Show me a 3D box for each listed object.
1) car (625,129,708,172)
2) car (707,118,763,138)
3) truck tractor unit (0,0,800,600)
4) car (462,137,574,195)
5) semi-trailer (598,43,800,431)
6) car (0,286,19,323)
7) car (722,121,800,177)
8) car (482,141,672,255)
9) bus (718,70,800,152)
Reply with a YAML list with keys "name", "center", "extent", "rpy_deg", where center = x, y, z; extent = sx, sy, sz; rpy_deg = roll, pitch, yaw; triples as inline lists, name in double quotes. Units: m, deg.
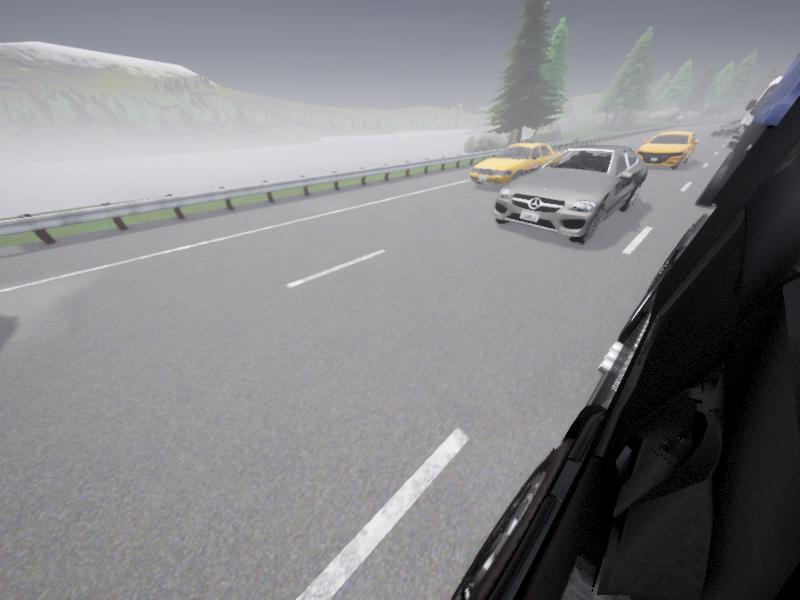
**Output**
- name: "car"
  center: [14.545, -8.238, 12.576]
  extent: [5.008, 1.535, 1.882]
  rpy_deg: [-28, 44, -30]
- name: "car"
  center: [38.967, -19.995, 26.876]
  extent: [4.611, 1.667, 2.242]
  rpy_deg: [-18, 40, -20]
- name: "truck tractor unit"
  center: [2.645, -0.295, 0.351]
  extent: [6.516, 4.208, 3.053]
  rpy_deg: [-28, 44, -30]
- name: "car"
  center: [5.258, -6.078, 10.142]
  extent: [5.366, 1.575, 1.801]
  rpy_deg: [-28, 44, -30]
- name: "semi-trailer"
  center: [8.703, -3.577, 4.257]
  extent: [14.254, 4.402, 2.717]
  rpy_deg: [-28, 44, -30]
- name: "car"
  center: [-7.613, 0.763, 1.730]
  extent: [4.514, 1.525, 2.007]
  rpy_deg: [-28, 44, -30]
- name: "car"
  center: [17.532, -7.181, 10.799]
  extent: [4.553, 1.767, 2.097]
  rpy_deg: [-28, 44, -30]
- name: "car"
  center: [4.738, -3.075, 6.130]
  extent: [5.027, 1.651, 2.152]
  rpy_deg: [-28, 44, -30]
- name: "bus"
  center: [29.611, -14.496, 17.880]
  extent: [10.273, 4.253, 3.944]
  rpy_deg: [-28, 44, -30]
